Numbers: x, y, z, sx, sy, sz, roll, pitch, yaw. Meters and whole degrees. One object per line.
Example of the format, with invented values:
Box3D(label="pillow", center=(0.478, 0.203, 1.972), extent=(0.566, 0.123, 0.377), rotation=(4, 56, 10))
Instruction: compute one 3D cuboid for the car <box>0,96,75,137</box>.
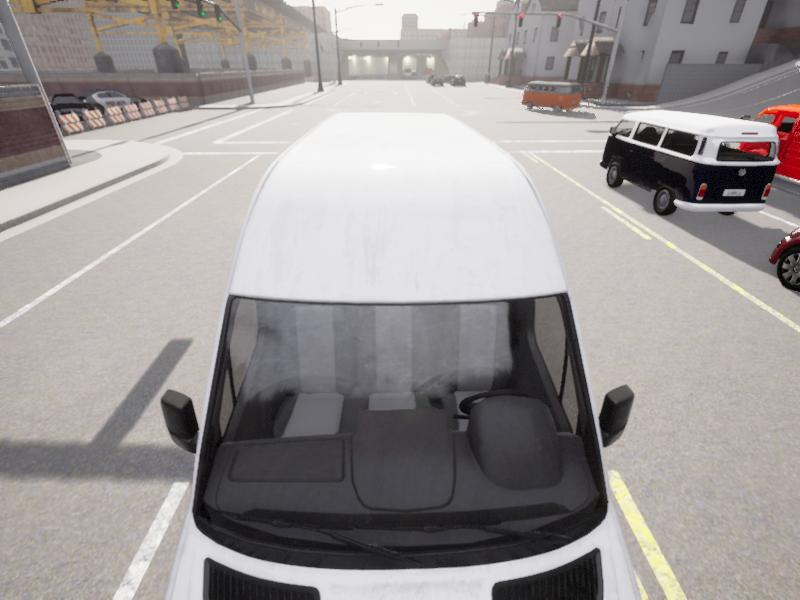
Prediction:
Box3D(label="car", center=(-19.673, -9.115, 19.870), extent=(2.038, 1.542, 4.974), rotation=(25, 39, 36))

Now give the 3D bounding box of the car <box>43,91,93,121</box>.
Box3D(label="car", center=(-19.755, -11.605, 23.799), extent=(1.853, 1.218, 4.536), rotation=(-21, 36, -31))

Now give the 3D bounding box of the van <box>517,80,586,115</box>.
Box3D(label="van", center=(11.330, -15.371, 30.234), extent=(1.775, 1.987, 4.442), rotation=(-20, 36, -29))

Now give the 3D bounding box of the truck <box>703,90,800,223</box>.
Box3D(label="truck", center=(10.248, -3.186, 8.976), extent=(2.627, 2.467, 5.204), rotation=(0, 30, 1))

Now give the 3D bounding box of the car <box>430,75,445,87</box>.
Box3D(label="car", center=(6.283, -36.973, 67.511), extent=(2.007, 1.525, 4.514), rotation=(0, 30, 0))

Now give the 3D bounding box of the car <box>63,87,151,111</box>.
Box3D(label="car", center=(-20.584, -14.276, 28.345), extent=(1.853, 1.218, 4.536), rotation=(15, 34, 24))

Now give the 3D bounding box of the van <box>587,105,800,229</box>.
Box3D(label="van", center=(6.861, -3.525, 9.968), extent=(2.069, 2.038, 4.480), rotation=(0, 30, -1))

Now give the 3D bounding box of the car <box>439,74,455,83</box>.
Box3D(label="car", center=(9.288, -44.376, 80.133), extent=(1.812, 1.442, 4.674), rotation=(-6, 31, -10))

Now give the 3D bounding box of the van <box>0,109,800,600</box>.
Box3D(label="van", center=(-0.044, 0.008, 3.425), extent=(1.988, 2.561, 5.915), rotation=(0, 29, -2))

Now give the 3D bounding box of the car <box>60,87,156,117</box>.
Box3D(label="car", center=(-20.560, -14.163, 28.465), extent=(2.038, 1.542, 4.974), rotation=(15, 34, 24))

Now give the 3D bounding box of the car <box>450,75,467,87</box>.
Box3D(label="car", center=(9.784, -36.933, 67.360), extent=(2.242, 1.667, 4.611), rotation=(0, 30, 0))

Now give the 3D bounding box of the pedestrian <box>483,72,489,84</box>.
Box3D(label="pedestrian", center=(15.129, -39.217, 70.603), extent=(0.751, 1.860, 0.751), rotation=(-1, 30, -2))

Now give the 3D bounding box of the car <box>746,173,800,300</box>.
Box3D(label="car", center=(6.915, -0.228, 4.782), extent=(1.851, 1.617, 3.988), rotation=(0, 30, 0))

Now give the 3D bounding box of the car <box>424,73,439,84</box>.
Box3D(label="car", center=(6.113, -43.051, 77.677), extent=(1.930, 1.638, 5.238), rotation=(-3, 31, -5))

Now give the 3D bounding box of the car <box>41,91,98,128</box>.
Box3D(label="car", center=(-19.724, -11.449, 23.844), extent=(2.038, 1.542, 4.974), rotation=(-21, 36, -31))
